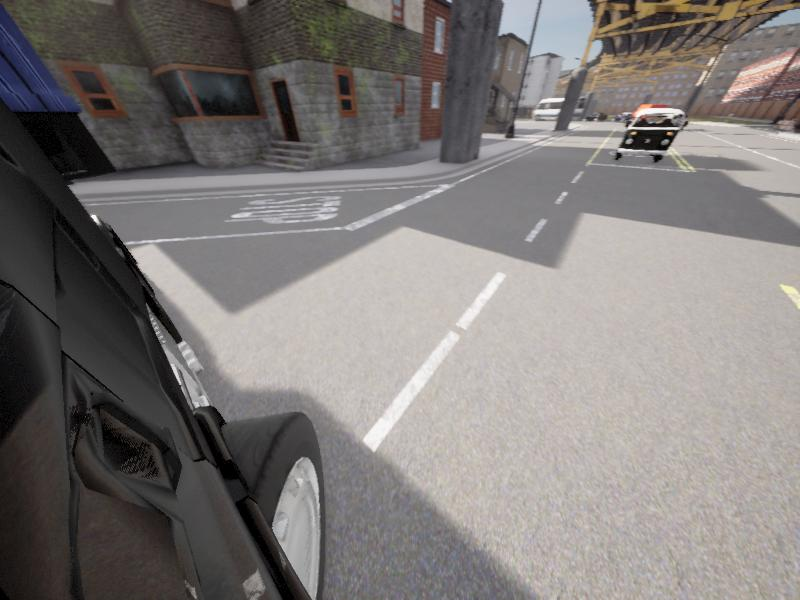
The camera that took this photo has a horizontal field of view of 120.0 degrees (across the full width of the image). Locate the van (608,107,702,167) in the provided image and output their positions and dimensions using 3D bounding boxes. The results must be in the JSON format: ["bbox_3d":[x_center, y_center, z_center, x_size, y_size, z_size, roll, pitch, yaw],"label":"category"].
[{"bbox_3d":[12.328,-8.235,11.516,2.069,2.038,4.480,25,45,29],"label":"van"}]

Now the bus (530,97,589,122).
[{"bbox_3d":[37.700,-45.487,55.317,3.944,4.253,10.273,-24,44,-26],"label":"bus"}]

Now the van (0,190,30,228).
[{"bbox_3d":[-13.211,-2.420,4.694,5.915,2.561,1.988,-4,39,-3],"label":"van"}]

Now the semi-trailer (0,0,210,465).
[{"bbox_3d":[-10.174,-1.048,1.358,14.254,4.402,2.717,-1,38,1],"label":"semi-trailer"}]

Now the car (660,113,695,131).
[{"bbox_3d":[31.724,-20.461,26.521,1.845,1.501,3.633,25,46,29],"label":"car"}]

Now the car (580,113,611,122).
[{"bbox_3d":[41.504,-38.898,49.191,1.837,1.490,4.892,-10,40,-10],"label":"car"}]

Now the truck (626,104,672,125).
[{"bbox_3d":[40.184,-30.129,37.536,2.627,2.467,5.204,10,40,14],"label":"truck"}]

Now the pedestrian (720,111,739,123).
[{"bbox_3d":[46.985,-26.073,32.928,0.751,1.300,0.751,14,41,18],"label":"pedestrian"}]

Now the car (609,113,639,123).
[{"bbox_3d":[41.875,-34.090,43.279,1.970,1.475,3.806,1,39,3],"label":"car"}]

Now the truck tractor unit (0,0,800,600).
[{"bbox_3d":[-2.645,-0.295,0.351,6.516,4.208,3.053,28,43,30],"label":"truck tractor unit"}]
